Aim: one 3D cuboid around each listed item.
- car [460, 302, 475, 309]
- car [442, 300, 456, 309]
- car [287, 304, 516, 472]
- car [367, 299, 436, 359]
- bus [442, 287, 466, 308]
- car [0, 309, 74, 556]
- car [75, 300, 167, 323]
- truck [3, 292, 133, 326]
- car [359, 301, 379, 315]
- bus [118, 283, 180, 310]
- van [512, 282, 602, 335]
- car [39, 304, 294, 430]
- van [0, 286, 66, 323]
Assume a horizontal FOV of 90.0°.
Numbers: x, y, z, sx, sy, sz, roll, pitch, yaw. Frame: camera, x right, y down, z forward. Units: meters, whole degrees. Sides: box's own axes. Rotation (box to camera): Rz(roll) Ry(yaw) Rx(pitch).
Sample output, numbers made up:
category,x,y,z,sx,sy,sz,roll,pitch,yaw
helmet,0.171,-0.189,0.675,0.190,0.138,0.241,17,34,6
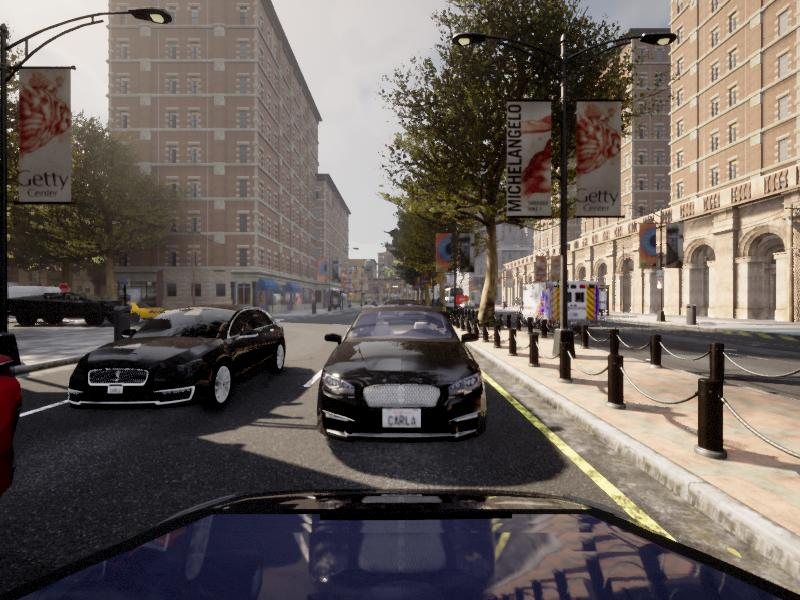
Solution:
category,x,y,z,sx,sy,sz,roll,pitch,yaw
car,11.736,0.942,70.013,1.895,1.301,4.718,0,0,0
car,8.401,0.827,69.287,1.845,1.501,3.633,0,0,-2
car,0.023,0.836,6.166,2.128,1.511,4.902,0,0,0
car,0.043,0.788,12.806,1.851,1.617,3.988,0,0,0
bus,11.676,-0.538,88.180,3.944,4.253,10.273,0,0,0
car,-3.495,0.828,0.791,2.007,1.525,4.514,0,0,0
car,-20.124,0.805,29.026,5.366,1.575,1.801,0,0,-2
truck,-20.892,0.542,25.433,6.274,2.098,2.390,0,0,-1
car,-3.351,0.827,44.086,1.845,1.501,3.633,0,0,0
bus,-41.456,-0.538,66.711,3.944,4.253,10.273,0,0,0
van,8.075,0.378,21.485,2.351,2.431,6.366,0,0,0
car,-3.503,0.845,7.333,1.837,1.490,4.892,0,0,0
van,-27.937,0.322,28.906,5.915,2.561,1.988,0,0,-1
